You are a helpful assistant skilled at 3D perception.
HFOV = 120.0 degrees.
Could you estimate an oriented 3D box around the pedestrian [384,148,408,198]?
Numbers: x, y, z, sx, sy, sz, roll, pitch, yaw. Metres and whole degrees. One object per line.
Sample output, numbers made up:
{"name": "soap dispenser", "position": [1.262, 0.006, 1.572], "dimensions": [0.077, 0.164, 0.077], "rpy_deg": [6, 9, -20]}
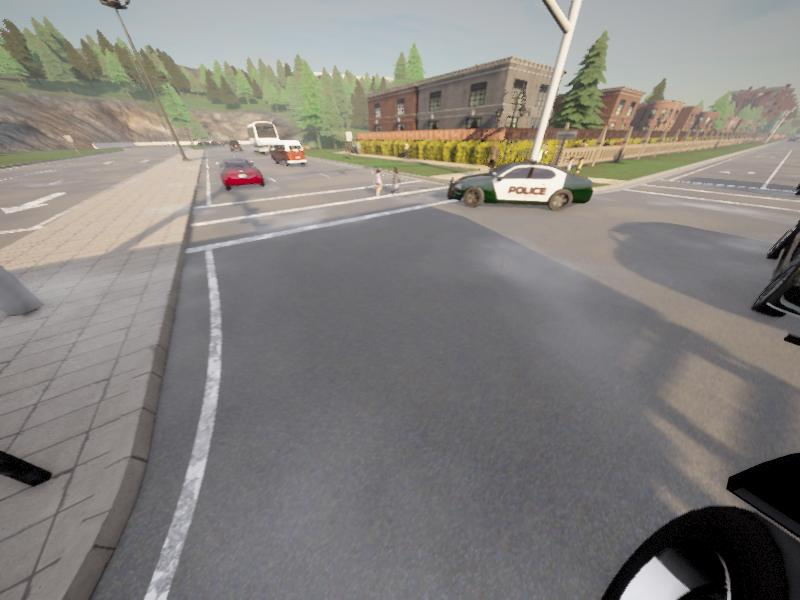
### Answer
{"name": "pedestrian", "position": [-0.178, -5.734, 10.436], "dimensions": [0.751, 1.860, 0.751], "rpy_deg": [-22, 41, -28]}

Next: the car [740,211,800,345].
{"name": "car", "position": [7.642, -0.652, 3.358], "dimensions": [5.027, 1.651, 2.152], "rpy_deg": [-22, 41, -28]}

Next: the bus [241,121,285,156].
{"name": "bus", "position": [-23.425, -27.337, 39.190], "dimensions": [3.944, 4.253, 10.273], "rpy_deg": [-22, 40, -27]}

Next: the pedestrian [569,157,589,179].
{"name": "pedestrian", "position": [10.440, -7.718, 13.503], "dimensions": [0.500, 1.100, 0.500], "rpy_deg": [9, 36, 13]}

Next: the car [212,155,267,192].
{"name": "car", "position": [-9.403, -7.497, 13.434], "dimensions": [1.994, 1.385, 4.181], "rpy_deg": [-22, 41, -27]}

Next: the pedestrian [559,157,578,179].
{"name": "pedestrian", "position": [9.907, -7.759, 13.566], "dimensions": [0.500, 1.100, 0.500], "rpy_deg": [24, 42, 31]}

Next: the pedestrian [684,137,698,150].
{"name": "pedestrian", "position": [50.949, -27.436, 40.466], "dimensions": [0.751, 1.860, 0.751], "rpy_deg": [-23, 41, -29]}

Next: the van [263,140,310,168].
{"name": "van", "position": [-11.082, -14.346, 22.578], "dimensions": [4.480, 2.038, 2.069], "rpy_deg": [29, 45, 35]}

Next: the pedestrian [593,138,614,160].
{"name": "pedestrian", "position": [21.540, -15.971, 24.456], "dimensions": [0.751, 1.860, 0.751], "rpy_deg": [-18, 39, -23]}

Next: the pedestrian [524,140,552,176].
{"name": "pedestrian", "position": [8.731, -9.014, 14.696], "dimensions": [0.751, 1.860, 0.751], "rpy_deg": [-21, 40, -26]}

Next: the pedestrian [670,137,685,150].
{"name": "pedestrian", "position": [47.018, -26.498, 39.169], "dimensions": [0.751, 1.860, 0.751], "rpy_deg": [-22, 41, -28]}

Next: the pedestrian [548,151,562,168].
{"name": "pedestrian", "position": [12.521, -11.379, 18.678], "dimensions": [0.500, 1.100, 0.500], "rpy_deg": [-21, 40, -26]}

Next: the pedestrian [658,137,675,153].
{"name": "pedestrian", "position": [38.079, -22.074, 32.970], "dimensions": [0.751, 1.860, 0.751], "rpy_deg": [-22, 41, -28]}

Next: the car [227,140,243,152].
{"name": "car", "position": [-34.563, -32.218, 48.257], "dimensions": [1.905, 1.878, 3.866], "rpy_deg": [-22, 40, -27]}

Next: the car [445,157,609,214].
{"name": "car", "position": [4.427, -4.577, 9.033], "dimensions": [4.974, 1.542, 2.038], "rpy_deg": [7, 36, 10]}

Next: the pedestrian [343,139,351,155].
{"name": "pedestrian", "position": [-7.769, -22.509, 33.978], "dimensions": [0.751, 1.860, 0.751], "rpy_deg": [-19, 39, -25]}

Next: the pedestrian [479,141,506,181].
{"name": "pedestrian", "position": [5.135, -7.780, 12.925], "dimensions": [0.751, 1.860, 0.751], "rpy_deg": [-22, 41, -28]}

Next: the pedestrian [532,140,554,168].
{"name": "pedestrian", "position": [11.347, -11.623, 18.376], "dimensions": [0.751, 1.860, 0.751], "rpy_deg": [-26, 42, -31]}

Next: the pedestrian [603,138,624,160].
{"name": "pedestrian", "position": [22.045, -15.544, 23.846], "dimensions": [0.751, 1.860, 0.751], "rpy_deg": [-23, 41, -28]}

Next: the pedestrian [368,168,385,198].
{"name": "pedestrian", "position": [-1.039, -5.280, 10.408], "dimensions": [0.500, 1.100, 0.500], "rpy_deg": [-22, 41, -28]}

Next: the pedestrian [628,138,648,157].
{"name": "pedestrian", "position": [28.165, -18.053, 27.351], "dimensions": [0.751, 1.860, 0.751], "rpy_deg": [-21, 40, -27]}

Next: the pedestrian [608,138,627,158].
{"name": "pedestrian", "position": [25.236, -17.659, 26.818], "dimensions": [0.751, 1.860, 0.751], "rpy_deg": [-22, 41, -28]}

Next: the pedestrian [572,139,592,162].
{"name": "pedestrian", "position": [17.478, -14.391, 22.250], "dimensions": [0.751, 1.860, 0.751], "rpy_deg": [-28, 44, -33]}

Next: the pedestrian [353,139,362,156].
{"name": "pedestrian", "position": [-5.768, -20.902, 31.682], "dimensions": [0.751, 1.860, 0.751], "rpy_deg": [-24, 41, -29]}

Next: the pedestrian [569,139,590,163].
{"name": "pedestrian", "position": [16.755, -13.901, 21.561], "dimensions": [0.751, 1.860, 0.751], "rpy_deg": [-22, 41, -28]}

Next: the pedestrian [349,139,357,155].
{"name": "pedestrian", "position": [-6.631, -21.584, 32.656], "dimensions": [0.751, 1.860, 0.751], "rpy_deg": [-24, 41, -30]}

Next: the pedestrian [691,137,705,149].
{"name": "pedestrian", "position": [55.182, -29.120, 42.819], "dimensions": [0.751, 1.860, 0.751], "rpy_deg": [-21, 40, -27]}

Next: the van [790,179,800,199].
{"name": "van", "position": [19.208, -5.539, 9.876], "dimensions": [4.442, 1.987, 1.775], "rpy_deg": [-22, 41, -28]}

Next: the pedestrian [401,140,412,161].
{"name": "pedestrian", "position": [0.675, -15.675, 24.213], "dimensions": [0.751, 1.860, 0.751], "rpy_deg": [-22, 41, -28]}
